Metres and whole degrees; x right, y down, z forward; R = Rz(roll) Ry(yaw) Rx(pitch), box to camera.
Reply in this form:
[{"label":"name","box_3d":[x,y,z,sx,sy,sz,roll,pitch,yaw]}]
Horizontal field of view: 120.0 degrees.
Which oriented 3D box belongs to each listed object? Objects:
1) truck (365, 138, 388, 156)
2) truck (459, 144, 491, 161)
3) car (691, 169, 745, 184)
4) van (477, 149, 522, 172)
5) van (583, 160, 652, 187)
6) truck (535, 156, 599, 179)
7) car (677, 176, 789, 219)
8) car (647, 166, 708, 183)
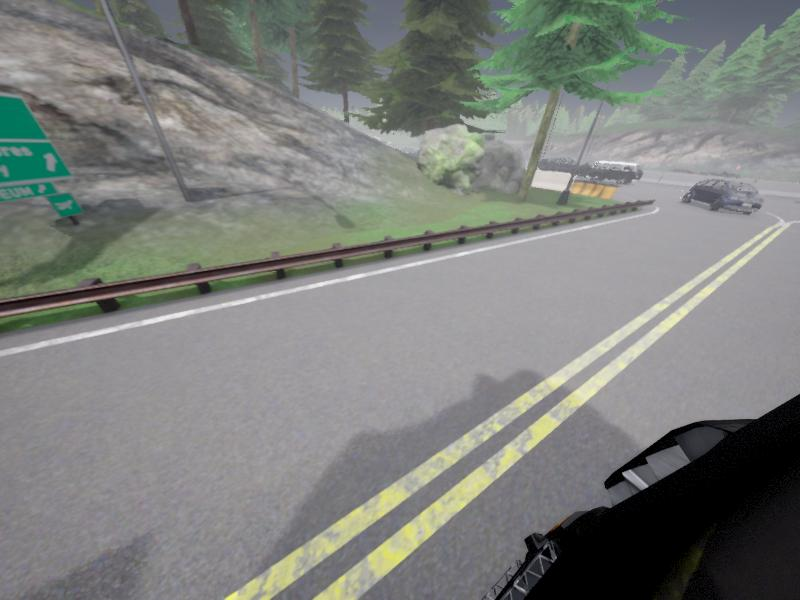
[{"label":"truck","box_3d":[-6.710,-42.565,64.328,2.891,3.827,8.468,-16,38,-26]},{"label":"truck","box_3d":[21.117,-42.210,65.915,2.891,3.827,8.468,-16,38,-26]},{"label":"car","box_3d":[45.381,-17.729,33.086,1.816,1.474,4.193,-16,38,-26]},{"label":"van","box_3d":[14.852,-21.169,34.968,1.988,2.561,5.915,-16,38,-26]},{"label":"van","box_3d":[22.658,-13.412,24.352,2.069,2.038,4.480,-16,38,-26]},{"label":"truck","box_3d":[22.031,-17.830,30.894,2.390,2.098,6.274,-16,38,-26]},{"label":"car","box_3d":[18.993,-6.104,13.524,1.789,1.549,3.705,16,36,14]},{"label":"car","box_3d":[38.005,-17.306,31.831,1.882,1.535,5.008,-16,38,-26]}]
